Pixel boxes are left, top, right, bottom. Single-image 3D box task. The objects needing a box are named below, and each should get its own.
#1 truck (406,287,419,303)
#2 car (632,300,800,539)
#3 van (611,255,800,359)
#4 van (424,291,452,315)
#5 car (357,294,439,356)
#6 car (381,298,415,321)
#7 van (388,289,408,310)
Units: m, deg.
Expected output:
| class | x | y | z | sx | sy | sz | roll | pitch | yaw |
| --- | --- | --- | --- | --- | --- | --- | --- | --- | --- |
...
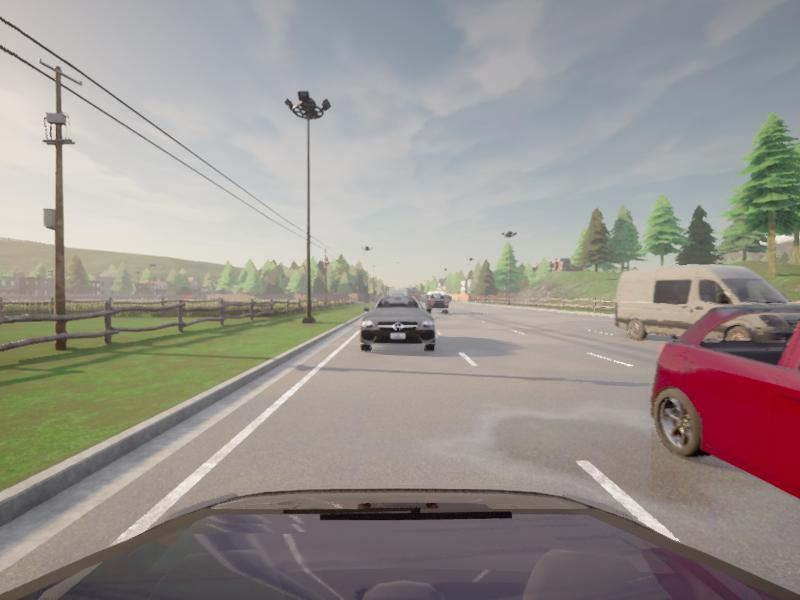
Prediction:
| class | x | y | z | sx | sy | sz | roll | pitch | yaw |
| --- | --- | --- | --- | --- | --- | --- | --- | --- | --- |
| truck | 3.018 | -1.173 | 97.576 | 2.891 | 3.827 | 8.468 | 0 | 0 | 0 |
| car | 3.478 | 0.774 | 2.570 | 1.845 | 1.501 | 3.633 | 0 | 1 | 0 |
| van | 9.812 | 0.173 | 12.990 | 1.988 | 2.561 | 5.915 | 1 | 0 | -10 |
| van | 3.305 | 0.242 | 35.865 | 2.069 | 2.038 | 4.480 | 0 | 0 | 0 |
| car | -0.070 | 0.646 | 13.079 | 2.152 | 1.651 | 5.027 | 0 | 0 | 0 |
| car | -0.145 | 0.587 | 28.488 | 2.163 | 1.488 | 4.792 | 0 | 0 | 0 |
| van | -0.254 | -0.073 | 50.811 | 2.351 | 2.431 | 6.366 | 0 | 1 | 0 |
